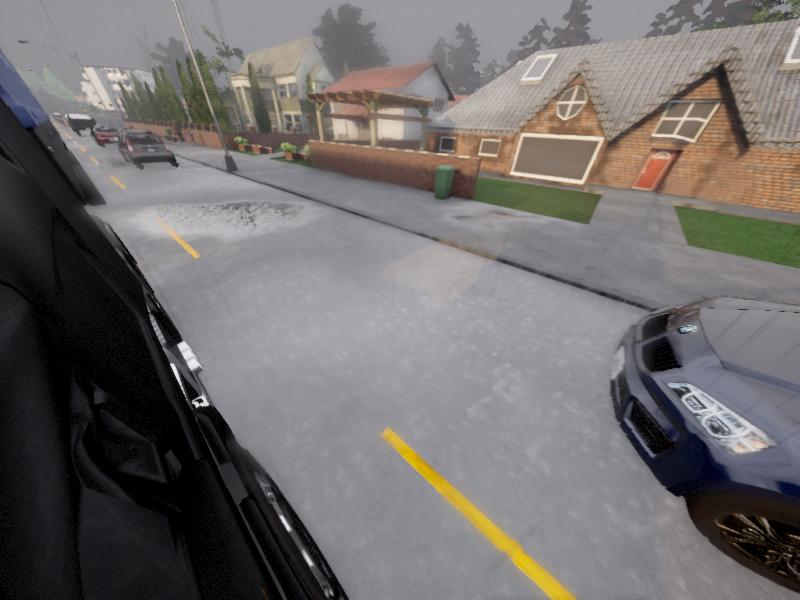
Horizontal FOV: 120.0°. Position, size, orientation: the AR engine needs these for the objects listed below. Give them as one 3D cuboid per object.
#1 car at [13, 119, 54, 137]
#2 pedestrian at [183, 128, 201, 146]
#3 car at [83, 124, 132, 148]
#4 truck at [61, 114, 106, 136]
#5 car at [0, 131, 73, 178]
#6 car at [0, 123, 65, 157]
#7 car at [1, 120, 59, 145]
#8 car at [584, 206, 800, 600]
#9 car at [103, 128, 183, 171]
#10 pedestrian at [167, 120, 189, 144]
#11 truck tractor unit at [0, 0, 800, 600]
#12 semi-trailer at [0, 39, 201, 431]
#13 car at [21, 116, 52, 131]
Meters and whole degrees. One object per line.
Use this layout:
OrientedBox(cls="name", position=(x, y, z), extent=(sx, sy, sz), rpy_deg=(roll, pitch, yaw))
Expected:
OrientedBox(cls="car", position=(-40.126, -18.889, 25.359), extent=(4.193, 1.474, 1.816), rpy_deg=(28, 43, 30))
OrientedBox(cls="pedestrian", position=(-19.513, -15.277, 21.675), extent=(0.751, 1.300, 0.751), rpy_deg=(-22, 43, -29))
OrientedBox(cls="car", position=(-25.240, -14.168, 19.915), extent=(4.193, 1.474, 1.816), rpy_deg=(28, 43, 30))
OrientedBox(cls="truck", position=(-41.127, -22.795, 30.018), extent=(6.274, 2.098, 2.390), rpy_deg=(28, 44, 30))
OrientedBox(cls="car", position=(-17.125, -6.754, 10.544), extent=(4.181, 1.385, 1.994), rpy_deg=(28, 44, 30))
OrientedBox(cls="car", position=(-23.687, -10.270, 14.736), extent=(4.514, 1.525, 2.007), rpy_deg=(28, 44, 30))
OrientedBox(cls="car", position=(-31.789, -14.541, 19.981), extent=(4.514, 1.525, 2.007), rpy_deg=(28, 44, 30))
OrientedBox(cls="car", position=(4.009, 1.161, 0.933), extent=(4.611, 1.667, 2.242), rpy_deg=(28, 44, 30))
OrientedBox(cls="car", position=(-14.023, -8.315, 12.622), extent=(3.988, 1.617, 1.851), rpy_deg=(28, 43, 30))
OrientedBox(cls="pedestrian", position=(-21.720, -16.426, 22.616), extent=(0.751, 1.860, 0.751), rpy_deg=(29, 44, 31))
OrientedBox(cls="truck tractor unit", position=(-2.645, -0.295, 0.351), extent=(6.516, 4.208, 3.053), rpy_deg=(28, 44, 30))
OrientedBox(cls="semi-trailer", position=(-8.678, -3.605, 4.267), extent=(14.254, 4.402, 2.717), rpy_deg=(28, 44, 30))
OrientedBox(cls="car", position=(-54.352, -26.420, 34.560), extent=(5.008, 1.535, 1.882), rpy_deg=(28, 44, 30))
